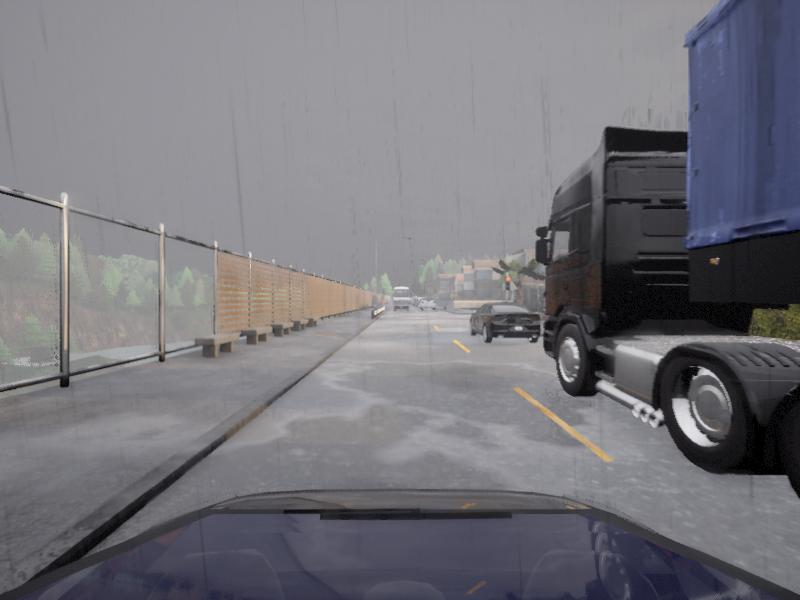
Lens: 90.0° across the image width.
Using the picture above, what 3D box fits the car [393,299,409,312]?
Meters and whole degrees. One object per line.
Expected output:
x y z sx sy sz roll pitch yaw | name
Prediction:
0.215 0.750 56.494 2.152 1.651 5.027 0 0 1 | car

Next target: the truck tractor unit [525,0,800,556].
4.027 -0.502 4.751 3.053 4.208 6.516 0 0 0 | truck tractor unit

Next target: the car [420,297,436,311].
4.184 0.534 61.327 2.150 2.045 5.566 0 0 1 | car

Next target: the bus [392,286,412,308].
0.433 -0.585 84.128 3.944 4.253 10.273 0 0 0 | bus

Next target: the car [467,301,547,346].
4.063 0.814 16.141 1.882 1.535 5.008 0 0 0 | car
